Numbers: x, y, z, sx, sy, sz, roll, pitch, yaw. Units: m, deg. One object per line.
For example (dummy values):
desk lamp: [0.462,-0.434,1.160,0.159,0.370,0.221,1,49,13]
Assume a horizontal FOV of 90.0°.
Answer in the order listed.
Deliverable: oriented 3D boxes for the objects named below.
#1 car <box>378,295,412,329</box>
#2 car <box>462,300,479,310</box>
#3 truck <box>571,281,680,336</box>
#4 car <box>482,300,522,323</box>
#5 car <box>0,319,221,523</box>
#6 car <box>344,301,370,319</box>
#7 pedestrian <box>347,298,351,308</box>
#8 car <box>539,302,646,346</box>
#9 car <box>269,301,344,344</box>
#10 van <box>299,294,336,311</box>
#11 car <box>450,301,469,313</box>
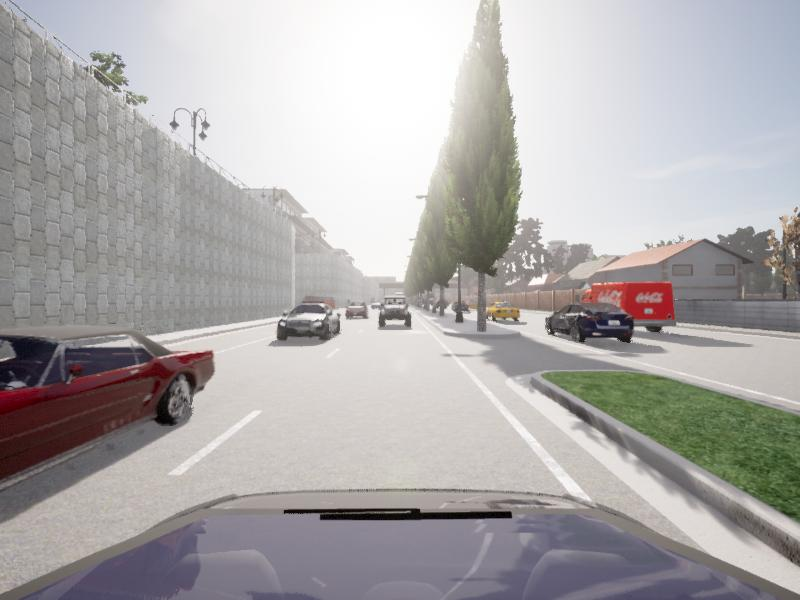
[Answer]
car: [-0.301,0.646,24.062,1.905,1.878,3.866,0,0,-1]
car: [11.260,0.800,64.212,1.801,1.575,5.366,0,0,0]
truck: [11.261,0.364,20.603,2.627,2.467,5.204,0,1,0]
car: [7.695,0.800,30.716,1.801,1.575,5.366,0,0,1]
car: [-3.775,0.944,3.812,1.895,1.301,4.718,0,0,2]
car: [-3.661,0.827,34.434,1.845,1.501,3.633,0,0,1]
pedestrian: [-9.311,0.485,73.338,0.751,1.860,0.751,0,0,-1]
car: [7.576,0.851,16.391,2.163,1.488,4.792,0,0,1]
car: [-3.760,0.825,17.048,2.038,1.542,4.974,0,0,0]
van: [-11.080,0.303,53.727,4.442,1.987,1.775,4,0,1]
car: [7.853,0.854,52.762,1.816,1.474,4.193,0,0,-1]
